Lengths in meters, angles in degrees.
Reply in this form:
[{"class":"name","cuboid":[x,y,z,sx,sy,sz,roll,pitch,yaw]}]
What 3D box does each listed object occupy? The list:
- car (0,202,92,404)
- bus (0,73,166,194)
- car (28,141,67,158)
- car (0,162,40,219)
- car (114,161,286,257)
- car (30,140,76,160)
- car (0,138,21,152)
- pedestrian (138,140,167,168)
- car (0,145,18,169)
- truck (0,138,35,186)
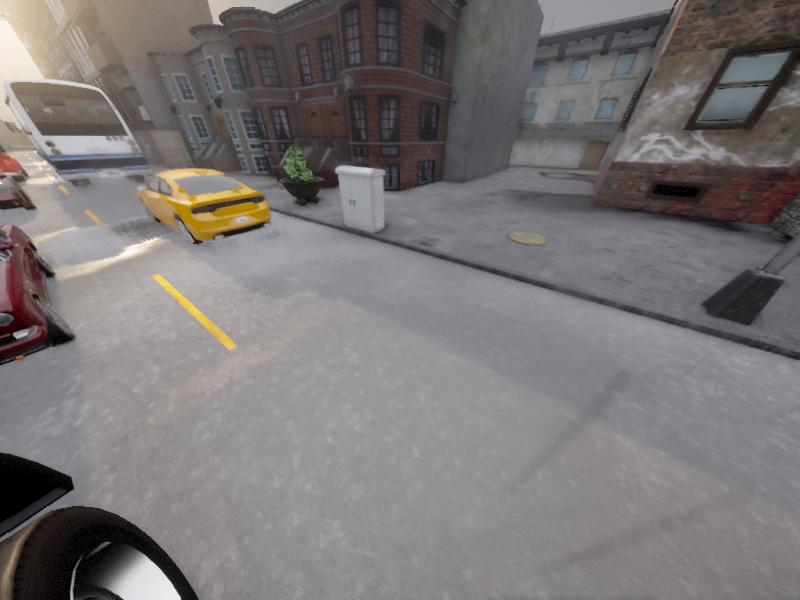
[{"class":"car","cuboid":[-6.182,-0.129,2.917,4.718,1.301,1.895,23,41,29]},{"class":"bus","cuboid":[-18.975,-9.422,13.424,10.273,4.253,3.944,23,41,28]},{"class":"car","cuboid":[-44.922,-19.259,29.421,4.856,1.649,2.033,23,41,29]},{"class":"car","cuboid":[-14.926,-3.827,8.019,4.181,1.385,1.994,22,41,28]},{"class":"car","cuboid":[-5.816,-2.918,6.664,5.008,1.535,1.882,23,41,28]},{"class":"car","cuboid":[-39.265,-17.012,26.139,4.553,1.767,2.097,23,41,28]},{"class":"car","cuboid":[-63.245,-23.917,35.722,2.097,1.767,4.553,23,41,28]},{"class":"pedestrian","cuboid":[-19.645,-11.622,18.386,0.751,1.860,0.751,-16,38,-21]},{"class":"car","cuboid":[-34.142,-12.072,19.093,3.866,1.878,1.905,23,41,28]},{"class":"truck","cuboid":[-23.771,-7.978,12.876,5.204,2.467,2.627,23,41,28]}]
